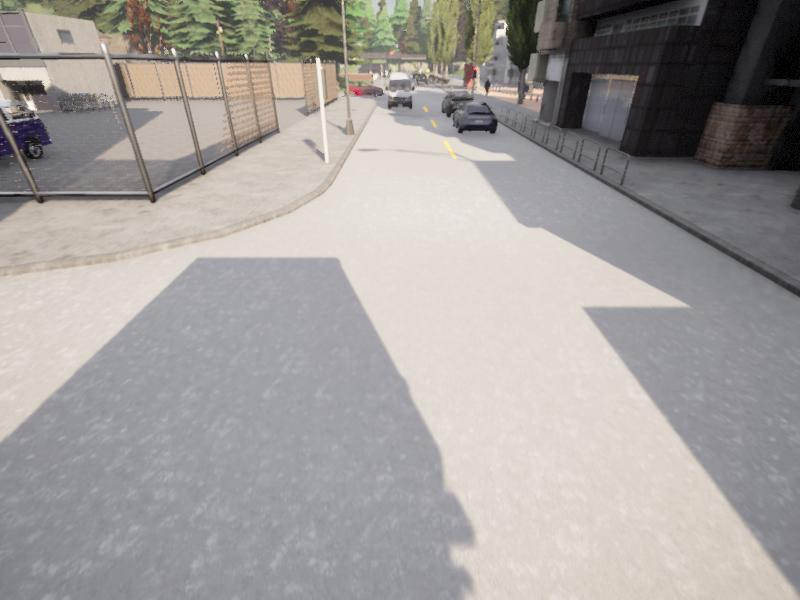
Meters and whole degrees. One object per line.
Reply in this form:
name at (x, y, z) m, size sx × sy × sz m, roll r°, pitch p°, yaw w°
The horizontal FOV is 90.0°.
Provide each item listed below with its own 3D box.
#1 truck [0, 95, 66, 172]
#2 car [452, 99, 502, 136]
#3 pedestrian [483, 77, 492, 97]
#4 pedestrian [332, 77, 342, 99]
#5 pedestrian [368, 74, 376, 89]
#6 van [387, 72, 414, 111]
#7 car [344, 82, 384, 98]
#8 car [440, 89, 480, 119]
truck at (-13.900, -5.365, 12.976) m, size 2.069 × 2.038 × 4.478 m, roll 0°, pitch 30°, yaw 0°
car at (3.982, -9.846, 21.420) m, size 1.994 × 1.385 × 4.181 m, roll 1°, pitch 30°, yaw 2°
pedestrian at (9.265, -22.568, 42.380) m, size 0.751 × 1.860 × 0.751 m, roll 3°, pitch 30°, yaw 4°
pedestrian at (-6.266, -21.121, 39.889) m, size 0.751 × 1.860 × 0.751 m, roll 0°, pitch 30°, yaw 0°
pedestrian at (-3.918, -30.653, 56.167) m, size 0.751 × 1.860 × 0.751 m, roll -14°, pitch 33°, yaw -22°
van at (0.007, -17.117, 32.661) m, size 1.988 × 2.561 × 5.915 m, roll 0°, pitch 30°, yaw 0°
car at (-3.862, -22.903, 43.582) m, size 4.193 × 1.474 × 1.816 m, roll -2°, pitch 30°, yaw -4°
car at (4.032, -13.622, 27.705) m, size 2.007 × 1.525 × 4.514 m, roll 0°, pitch 30°, yaw 0°
